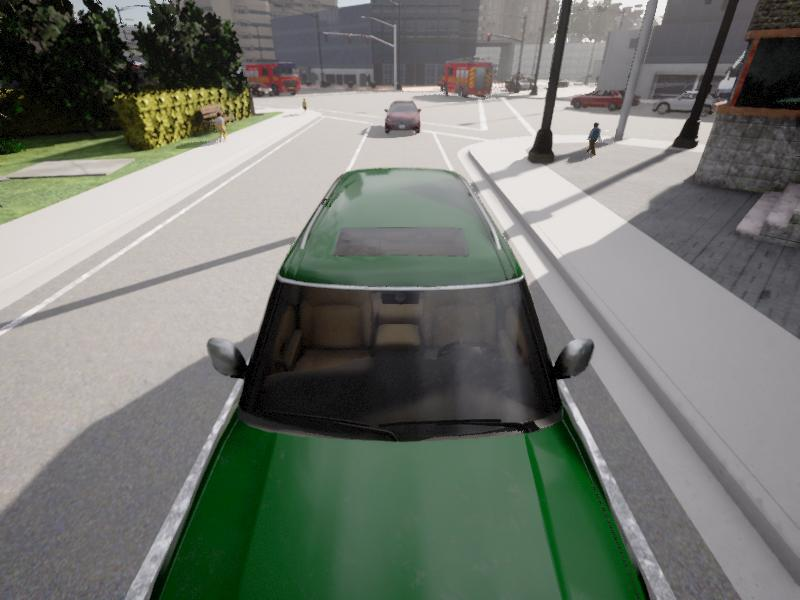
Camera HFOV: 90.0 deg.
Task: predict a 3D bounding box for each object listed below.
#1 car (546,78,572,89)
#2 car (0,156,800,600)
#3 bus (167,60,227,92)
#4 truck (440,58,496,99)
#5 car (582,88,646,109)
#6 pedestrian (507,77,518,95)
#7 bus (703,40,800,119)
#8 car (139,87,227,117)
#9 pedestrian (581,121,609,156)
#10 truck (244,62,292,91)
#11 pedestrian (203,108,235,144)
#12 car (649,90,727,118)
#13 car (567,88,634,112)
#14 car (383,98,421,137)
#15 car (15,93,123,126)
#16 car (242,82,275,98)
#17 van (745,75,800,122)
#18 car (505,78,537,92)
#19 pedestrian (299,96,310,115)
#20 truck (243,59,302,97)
[{"bbox_3d":[25.804,-35.093,64.777,4.181,1.385,1.994,-25,39,-36],"label":"car"},{"bbox_3d":[0.005,0.344,3.438,2.150,2.045,5.566,0,30,0],"label":"car"},{"bbox_3d":[-33.193,-36.544,65.293,10.273,4.253,3.944,23,37,35],"label":"bus"},{"bbox_3d":[7.558,-25.645,46.168,2.891,3.827,8.468,-8,31,-13],"label":"truck"},{"bbox_3d":[18.162,-17.215,34.060,1.994,1.385,4.181,-27,39,-38],"label":"car"},{"bbox_3d":[12.799,-24.463,45.733,0.751,1.860,0.751,-4,31,-7],"label":"pedestrian"},{"bbox_3d":[26.725,-14.122,25.686,3.944,4.253,10.273,-27,39,-37],"label":"bus"},{"bbox_3d":[-15.874,-14.670,29.537,5.027,1.651,2.152,-26,39,-37],"label":"car"},{"bbox_3d":[7.078,-5.893,14.579,0.500,1.100,0.500,-6,31,-11],"label":"pedestrian"},{"bbox_3d":[-20.880,-35.287,63.262,2.891,3.827,8.468,-27,39,-37],"label":"truck"},{"bbox_3d":[-7.750,-7.474,17.189,0.751,1.300,0.751,2,30,4],"label":"pedestrian"},{"bbox_3d":[20.104,-13.799,28.037,1.970,1.475,3.806,-26,39,-37],"label":"car"},{"bbox_3d":[15.835,-15.937,31.762,1.816,1.474,4.193,-27,39,-37],"label":"car"},{"bbox_3d":[0.158,-9.999,21.702,1.812,1.442,4.674,1,31,1],"label":"car"},{"bbox_3d":[-20.838,-12.168,25.390,4.792,1.488,2.163,-26,39,-37],"label":"car"},{"bbox_3d":[-16.716,-24.825,47.259,1.970,1.475,3.806,-27,39,-37],"label":"car"},{"bbox_3d":[24.962,-11.831,23.529,2.351,2.431,6.366,-27,38,-38],"label":"van"},{"bbox_3d":[17.518,-31.115,57.798,4.974,1.542,2.038,-26,39,-37],"label":"car"},{"bbox_3d":[-6.516,-13.255,27.283,0.500,1.100,0.500,5,31,8],"label":"pedestrian"},{"bbox_3d":[-16.135,-28.010,50.447,2.891,3.827,8.468,-27,39,-38],"label":"truck"}]
